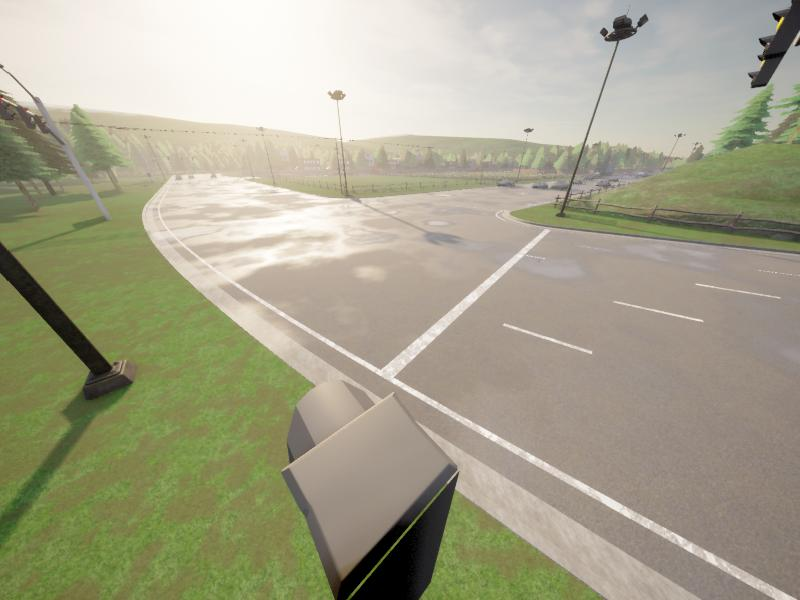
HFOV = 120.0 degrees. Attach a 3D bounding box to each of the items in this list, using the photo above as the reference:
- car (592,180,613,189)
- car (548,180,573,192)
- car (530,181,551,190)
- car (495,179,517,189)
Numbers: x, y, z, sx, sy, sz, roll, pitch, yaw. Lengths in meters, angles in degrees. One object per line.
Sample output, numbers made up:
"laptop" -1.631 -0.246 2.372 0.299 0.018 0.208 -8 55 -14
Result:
"car" 43.435 -24.826 49.478 4.514 1.525 2.007 -23 37 -34
"car" 30.639 -21.850 44.062 4.553 1.767 2.097 -23 37 -34
"car" 28.109 -22.901 46.280 4.181 1.385 1.994 -23 37 -34
"car" 23.137 -25.492 50.518 5.238 1.638 1.930 -23 37 -34
